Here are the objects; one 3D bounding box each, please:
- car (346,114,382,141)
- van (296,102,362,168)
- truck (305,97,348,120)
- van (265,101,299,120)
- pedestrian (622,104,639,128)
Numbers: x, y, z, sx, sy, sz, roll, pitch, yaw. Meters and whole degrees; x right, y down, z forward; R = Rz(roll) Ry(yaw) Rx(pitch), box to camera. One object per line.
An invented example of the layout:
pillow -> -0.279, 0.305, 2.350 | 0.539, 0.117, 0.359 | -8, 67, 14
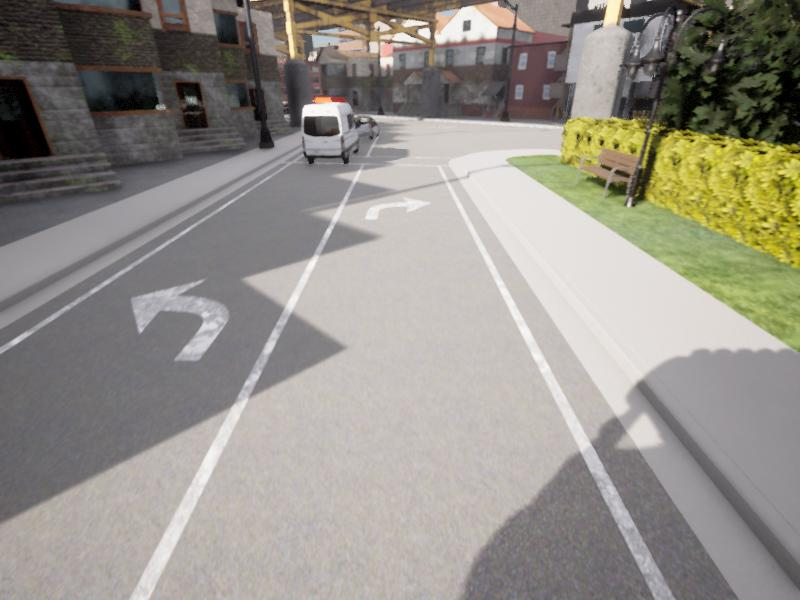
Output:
car -> -2.536, -12.669, 29.289 | 1.845, 1.501, 3.633 | 3, 28, 6
van -> -3.334, -8.522, 20.210 | 1.988, 2.561, 5.915 | 1, 28, 2
truck -> -9.431, -24.511, 51.123 | 2.627, 2.467, 5.204 | -25, 36, -38
van -> -15.378, -24.788, 52.163 | 2.069, 2.038, 4.480 | -25, 36, -38
pedestrian -> 20.435, -16.369, 35.531 | 0.751, 1.860, 0.751 | 21, 34, 34
